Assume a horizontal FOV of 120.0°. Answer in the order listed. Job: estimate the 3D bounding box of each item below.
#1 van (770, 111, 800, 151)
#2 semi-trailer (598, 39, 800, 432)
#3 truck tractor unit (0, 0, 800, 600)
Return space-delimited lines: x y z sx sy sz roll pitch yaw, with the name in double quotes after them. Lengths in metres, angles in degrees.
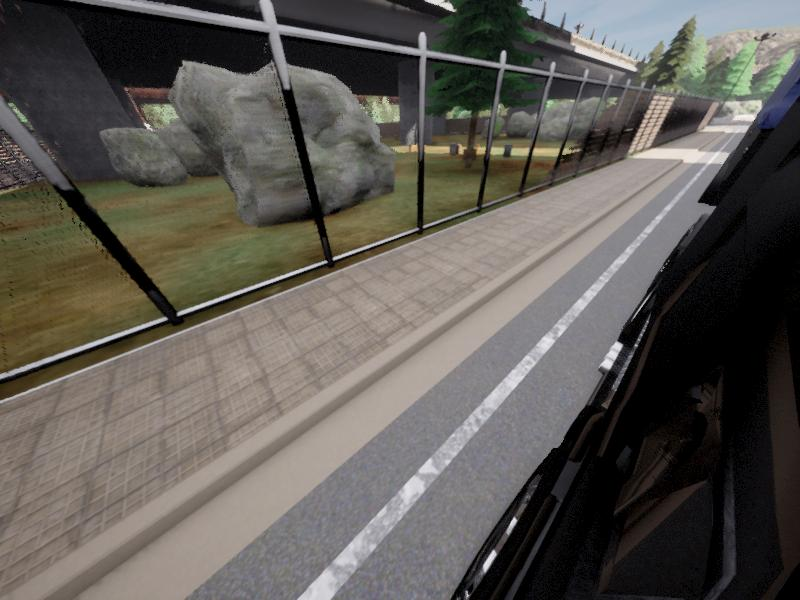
26.335 -10.614 14.311 4.480 2.038 2.069 -18 39 -19 "van"
8.701 -3.615 4.207 14.254 4.402 2.717 -28 44 -30 "semi-trailer"
2.645 -0.295 0.351 6.516 4.208 3.053 -28 44 -30 "truck tractor unit"
